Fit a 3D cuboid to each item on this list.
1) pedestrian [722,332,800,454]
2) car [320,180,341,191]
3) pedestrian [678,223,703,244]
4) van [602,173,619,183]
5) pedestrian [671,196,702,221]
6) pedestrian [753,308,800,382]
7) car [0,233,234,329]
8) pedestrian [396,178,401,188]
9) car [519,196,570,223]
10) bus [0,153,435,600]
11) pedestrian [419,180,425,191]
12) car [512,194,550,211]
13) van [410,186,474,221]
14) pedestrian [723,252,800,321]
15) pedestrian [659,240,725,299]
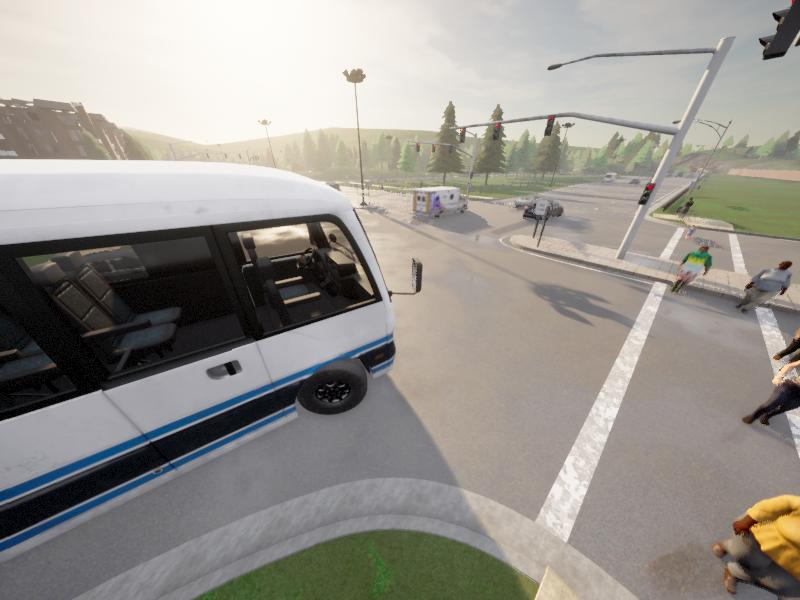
[{"bbox_3d":[6.648,1.507,3.847,0.751,1.860,0.751,-19,35,-29],"label":"pedestrian"},{"bbox_3d":[-14.547,-24.047,48.375,1.930,1.638,5.238,-22,37,-34],"label":"car"},{"bbox_3d":[18.155,-4.173,14.445,0.500,1.100,0.500,20,36,31],"label":"pedestrian"},{"bbox_3d":[63.924,-37.134,70.102,5.915,2.561,1.988,-23,37,-34],"label":"van"},{"bbox_3d":[24.342,-7.806,19.672,0.751,1.860,0.751,6,31,11],"label":"pedestrian"},{"bbox_3d":[9.147,0.834,5.098,0.751,1.860,0.751,-20,36,-31],"label":"pedestrian"},{"bbox_3d":[-9.579,-1.073,8.602,5.027,1.651,2.152,-23,37,-34],"label":"car"},{"bbox_3d":[-0.405,-25.289,49.955,0.751,1.860,0.751,-20,36,-31],"label":"pedestrian"},{"bbox_3d":[13.464,-8.542,21.490,4.611,1.667,2.242,-23,37,-34],"label":"car"},{"bbox_3d":[-4.929,0.651,2.988,10.273,4.253,3.944,-18,35,-28],"label":"bus"},{"bbox_3d":[4.185,-21.977,44.217,0.751,1.860,0.751,-20,36,-31],"label":"pedestrian"},{"bbox_3d":[15.332,-11.460,26.918,4.718,1.301,1.895,-23,37,-34],"label":"car"},{"bbox_3d":[4.106,-9.495,22.384,6.366,2.431,2.351,-23,37,-34],"label":"van"},{"bbox_3d":[11.298,-0.406,7.160,0.751,1.860,0.751,-25,38,-37],"label":"pedestrian"},{"bbox_3d":[10.478,-1.091,8.352,0.751,1.860,0.751,-20,36,-31],"label":"pedestrian"}]
